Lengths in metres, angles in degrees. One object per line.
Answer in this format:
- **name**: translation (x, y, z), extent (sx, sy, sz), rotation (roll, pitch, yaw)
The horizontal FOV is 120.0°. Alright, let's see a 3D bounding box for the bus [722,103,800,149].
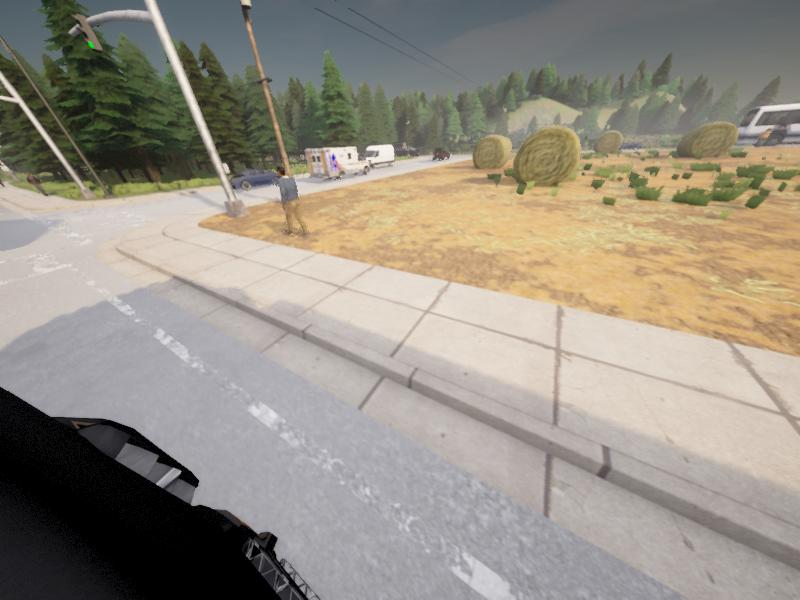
- **bus**: translation (48.414, -20.876, 27.553), extent (10.273, 4.253, 3.944), rotation (18, 39, 29)

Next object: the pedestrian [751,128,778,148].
- **pedestrian**: translation (42.126, -18.747, 26.720), extent (0.751, 1.860, 0.751), rotation (17, 38, 27)

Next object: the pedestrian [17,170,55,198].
- **pedestrian**: translation (-28.443, -9.072, 18.099), extent (0.751, 1.860, 0.751), rotation (21, 40, 31)

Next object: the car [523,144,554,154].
- **car**: translation (26.742, -29.156, 44.581), extent (4.718, 1.301, 1.895), rotation (18, 39, 29)

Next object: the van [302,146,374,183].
- **van**: translation (-5.401, -12.634, 21.383), extent (2.351, 2.431, 6.366), rotation (16, 38, 27)

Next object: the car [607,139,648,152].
- **car**: translation (35.294, -24.057, 35.992), extent (4.193, 1.474, 1.816), rotation (18, 39, 29)

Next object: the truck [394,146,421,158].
- **truck**: translation (1.750, -35.440, 55.465), extent (6.274, 2.098, 2.390), rotation (19, 39, 29)

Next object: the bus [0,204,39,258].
- **bus**: translation (-17.453, -2.410, 5.271), extent (10.273, 4.253, 3.944), rotation (-2, 30, 3)

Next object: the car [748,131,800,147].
- **car**: translation (50.406, -21.369, 30.650), extent (4.193, 1.474, 1.816), rotation (18, 39, 29)

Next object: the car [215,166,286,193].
- **car**: translation (-11.819, -9.781, 18.576), extent (1.994, 1.385, 4.181), rotation (16, 38, 27)

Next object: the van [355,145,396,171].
- **van**: translation (-2.976, -18.747, 30.310), extent (1.988, 2.561, 5.915), rotation (16, 38, 27)

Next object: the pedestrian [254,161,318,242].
- **pedestrian**: translation (-2.979, -2.628, 6.212), extent (0.751, 1.860, 0.751), rotation (18, 39, 28)

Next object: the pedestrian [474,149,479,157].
- **pedestrian**: translation (13.714, -26.297, 41.286), extent (0.500, 1.100, 0.500), rotation (-28, 41, -32)

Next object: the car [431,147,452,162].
- **car**: translation (6.901, -24.155, 38.230), extent (1.905, 1.878, 3.866), rotation (16, 38, 27)
